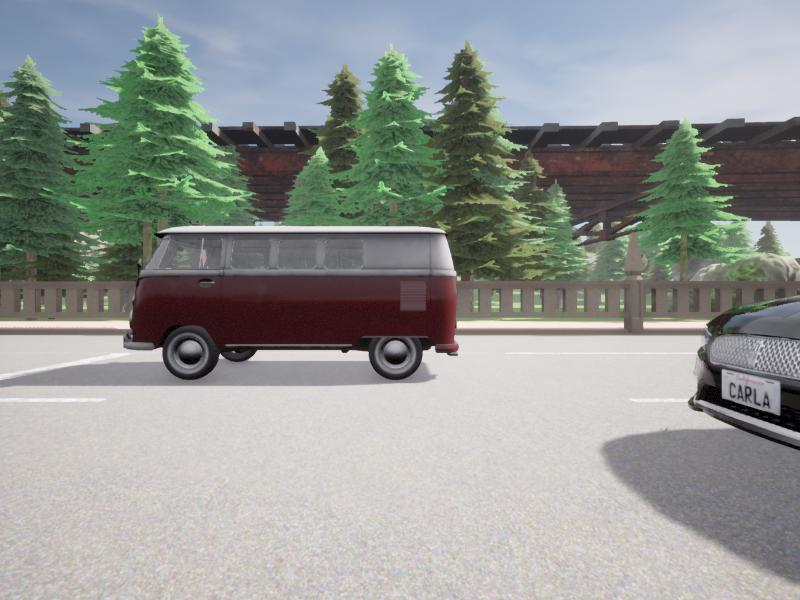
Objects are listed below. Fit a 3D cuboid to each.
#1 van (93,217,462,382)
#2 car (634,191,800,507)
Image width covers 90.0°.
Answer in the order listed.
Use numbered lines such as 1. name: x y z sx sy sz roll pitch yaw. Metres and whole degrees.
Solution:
1. van: -1.470 -0.002 5.700 4.442 1.987 1.775 0 0 0
2. car: 4.363 0.237 2.200 4.902 1.511 2.128 0 0 0
